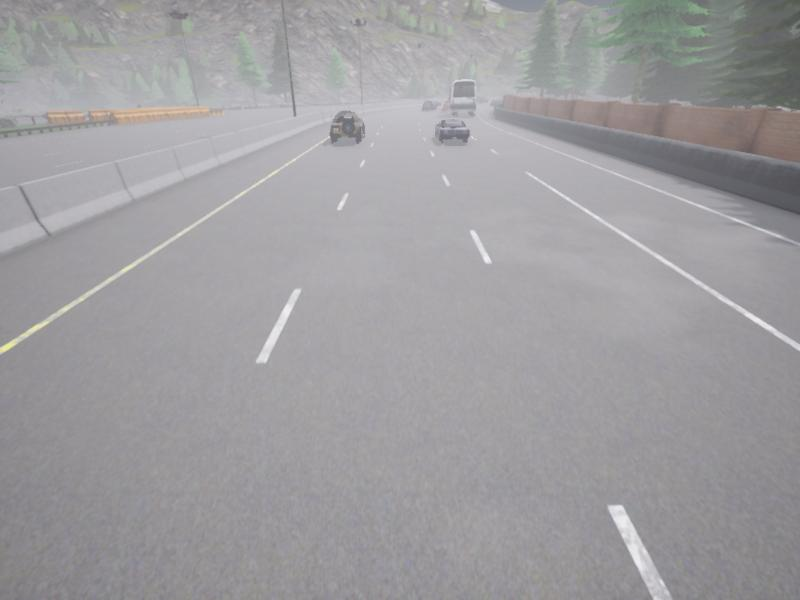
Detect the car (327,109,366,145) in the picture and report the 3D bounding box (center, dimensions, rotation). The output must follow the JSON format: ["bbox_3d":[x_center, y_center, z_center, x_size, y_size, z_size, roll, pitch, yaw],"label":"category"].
[{"bbox_3d":[-3.519,-11.810,27.114,1.932,1.855,4.605,0,28,0],"label":"car"}]

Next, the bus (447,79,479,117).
[{"bbox_3d":[9.051,-28.612,56.599,3.944,4.253,10.273,3,28,9],"label":"bus"}]

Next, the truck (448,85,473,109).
[{"bbox_3d":[11.497,-38.244,75.455,2.891,3.827,8.468,9,29,17],"label":"truck"}]

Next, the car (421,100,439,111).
[{"bbox_3d":[5.120,-33.113,68.052,2.033,1.649,4.856,7,28,14],"label":"car"}]

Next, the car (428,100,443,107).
[{"bbox_3d":[7.480,-41.414,84.284,1.895,1.301,4.718,11,30,20],"label":"car"}]

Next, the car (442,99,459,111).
[{"bbox_3d":[8.660,-33.060,67.767,2.097,1.767,4.553,7,28,14],"label":"car"}]

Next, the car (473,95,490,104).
[{"bbox_3d":[20.617,-50.578,100.915,2.150,2.045,5.566,15,31,27],"label":"car"}]

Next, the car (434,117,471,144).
[{"bbox_3d":[3.483,-11.599,27.274,1.895,1.301,4.718,0,28,0],"label":"car"}]
